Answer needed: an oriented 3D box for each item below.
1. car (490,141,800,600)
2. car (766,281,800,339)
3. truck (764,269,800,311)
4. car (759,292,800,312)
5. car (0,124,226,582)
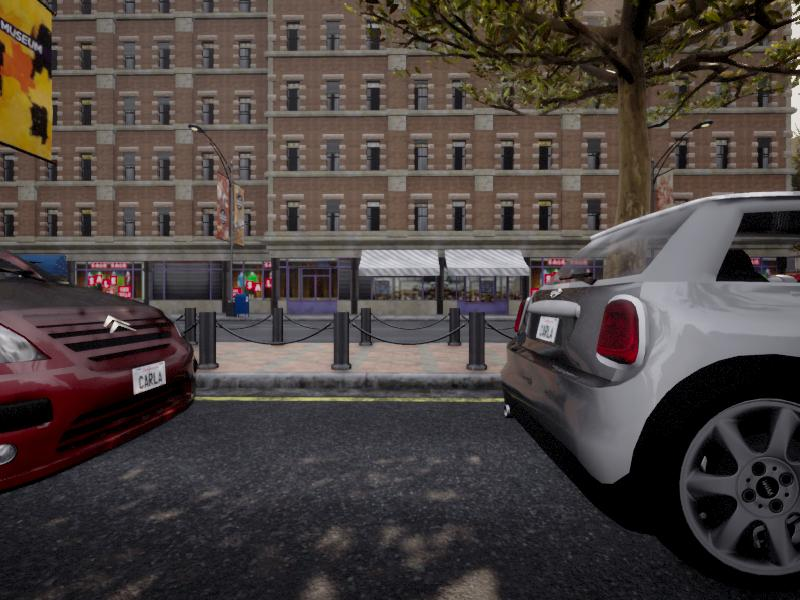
[{"bbox_3d":[2.600,0.253,2.173,3.806,1.475,1.970,0,0,1],"label":"car"},{"bbox_3d":[11.956,0.253,9.974,3.806,1.475,1.970,0,0,1],"label":"car"},{"bbox_3d":[38.063,-0.920,36.045,2.891,3.827,8.468,0,0,1],"label":"truck"},{"bbox_3d":[34.548,0.171,34.748,1.930,1.638,5.238,0,0,0],"label":"car"},{"bbox_3d":[-3.390,0.188,2.287,3.988,1.617,1.851,0,0,1],"label":"car"}]
